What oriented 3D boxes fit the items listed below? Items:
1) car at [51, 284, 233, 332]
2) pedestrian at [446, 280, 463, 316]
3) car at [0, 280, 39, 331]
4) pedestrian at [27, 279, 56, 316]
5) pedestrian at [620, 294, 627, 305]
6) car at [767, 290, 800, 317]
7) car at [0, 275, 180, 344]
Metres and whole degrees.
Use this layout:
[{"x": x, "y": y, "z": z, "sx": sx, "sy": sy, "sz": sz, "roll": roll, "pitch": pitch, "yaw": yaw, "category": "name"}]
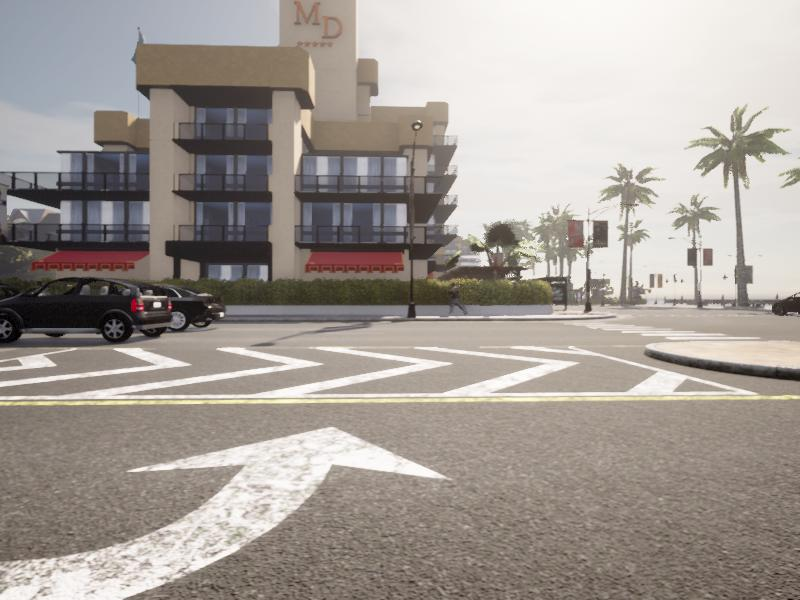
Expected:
[{"x": -8.424, "y": 0.242, "z": 13.418, "sx": 4.892, "sy": 1.490, "sz": 1.837, "roll": 0, "pitch": 0, "yaw": -2, "category": "car"}, {"x": 2.860, "y": -0.113, "z": 20.983, "sx": 0.751, "sy": 1.860, "sz": 0.751, "roll": 0, "pitch": 0, "yaw": -2, "category": "pedestrian"}, {"x": -14.784, "y": 0.184, "z": 13.212, "sx": 3.988, "sy": 1.617, "sz": 1.851, "roll": 0, "pitch": 0, "yaw": -2, "category": "car"}, {"x": -18.154, "y": -0.120, "z": 20.269, "sx": 0.751, "sy": 1.860, "sz": 0.751, "roll": 0, "pitch": 0, "yaw": -1, "category": "pedestrian"}, {"x": 36.092, "y": -0.102, "z": 64.527, "sx": 0.751, "sy": 1.860, "sz": 0.751, "roll": 0, "pitch": 0, "yaw": -4, "category": "pedestrian"}, {"x": 24.995, "y": 0.197, "z": 24.230, "sx": 1.851, "sy": 1.617, "sz": 3.988, "roll": 0, "pitch": 0, "yaw": 1, "category": "car"}, {"x": -7.822, "y": 0.212, "z": 9.936, "sx": 3.705, "sy": 1.549, "sz": 1.789, "roll": 0, "pitch": 0, "yaw": -2, "category": "car"}]
